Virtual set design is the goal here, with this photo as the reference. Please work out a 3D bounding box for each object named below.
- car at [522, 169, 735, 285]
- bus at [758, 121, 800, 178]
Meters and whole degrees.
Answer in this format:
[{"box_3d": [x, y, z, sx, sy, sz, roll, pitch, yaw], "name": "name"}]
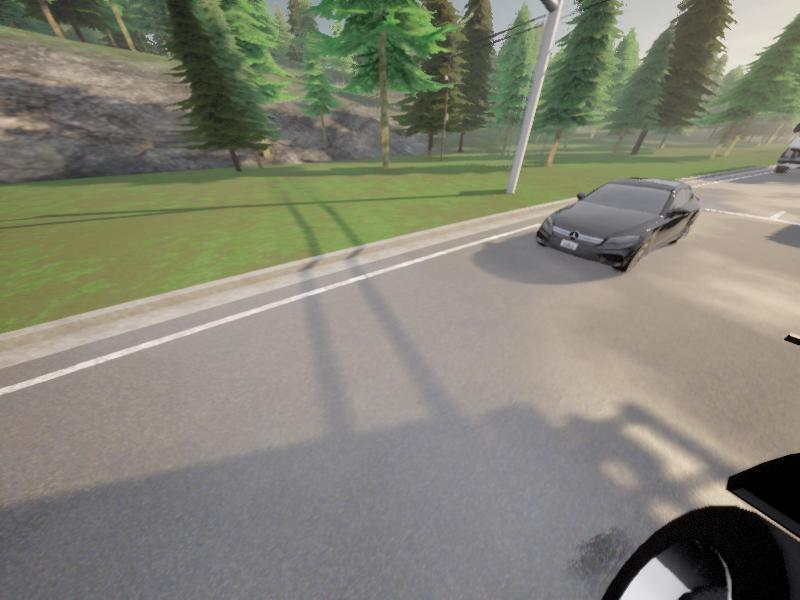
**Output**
[{"box_3d": [5.367, -2.030, 5.460, 4.674, 1.442, 1.812, -20, 40, -25], "name": "car"}, {"box_3d": [30.205, -10.724, 15.113, 10.273, 4.253, 3.944, -16, 38, -21], "name": "bus"}]
